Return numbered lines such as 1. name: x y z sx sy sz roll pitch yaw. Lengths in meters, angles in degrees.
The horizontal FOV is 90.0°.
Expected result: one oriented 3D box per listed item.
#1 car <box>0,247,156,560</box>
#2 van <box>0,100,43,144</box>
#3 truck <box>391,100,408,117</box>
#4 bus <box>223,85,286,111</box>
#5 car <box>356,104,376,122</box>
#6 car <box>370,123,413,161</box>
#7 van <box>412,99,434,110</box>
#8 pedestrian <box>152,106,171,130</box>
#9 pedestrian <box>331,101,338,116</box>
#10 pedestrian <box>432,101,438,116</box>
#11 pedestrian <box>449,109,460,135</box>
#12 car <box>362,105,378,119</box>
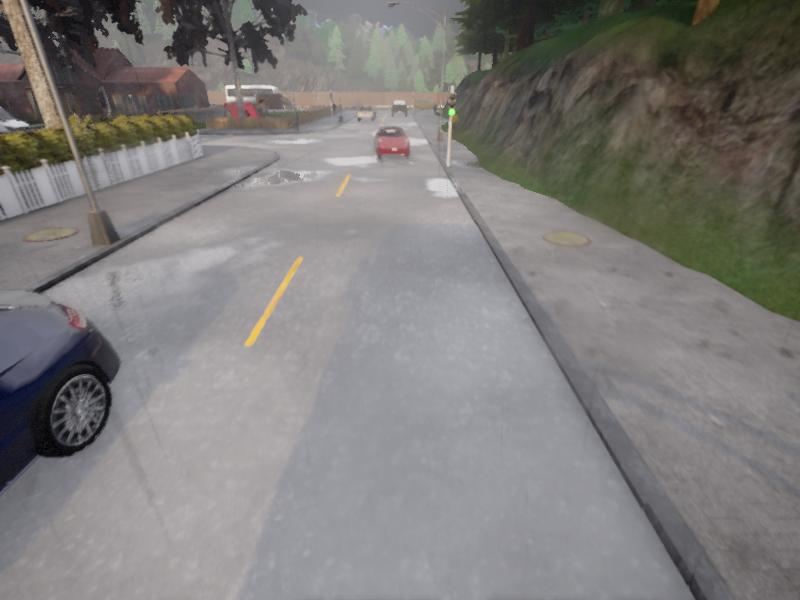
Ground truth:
1. car: -3.995 1.349 2.181 2.152 1.651 5.027 0 27 0
2. van: -27.842 -11.765 26.370 5.915 2.561 1.988 0 27 0
3. truck: -0.068 -28.389 59.234 2.390 2.098 6.274 0 27 0
4. bus: -27.894 -38.990 77.157 10.273 4.253 3.944 0 27 0
5. car: -4.057 -22.671 48.376 1.932 1.855 4.605 0 27 0
6. car: -0.530 -8.533 21.431 1.845 1.501 3.633 -3 28 -7
7. van: 4.634 -39.668 81.213 4.442 1.987 1.775 0 27 0
8. pedestrian: -20.706 -15.818 34.719 0.751 1.860 0.751 0 27 -1
9. pedestrian: -9.196 -26.810 56.081 0.751 1.860 0.751 1 27 1
10. pedestrian: 5.160 -28.061 58.620 0.751 1.860 0.751 0 27 0
11. pedestrian: 4.216 -13.847 31.111 0.751 1.860 0.751 3 28 6
12. car: -4.066 -26.121 55.468 1.837 1.490 4.892 0 27 0
